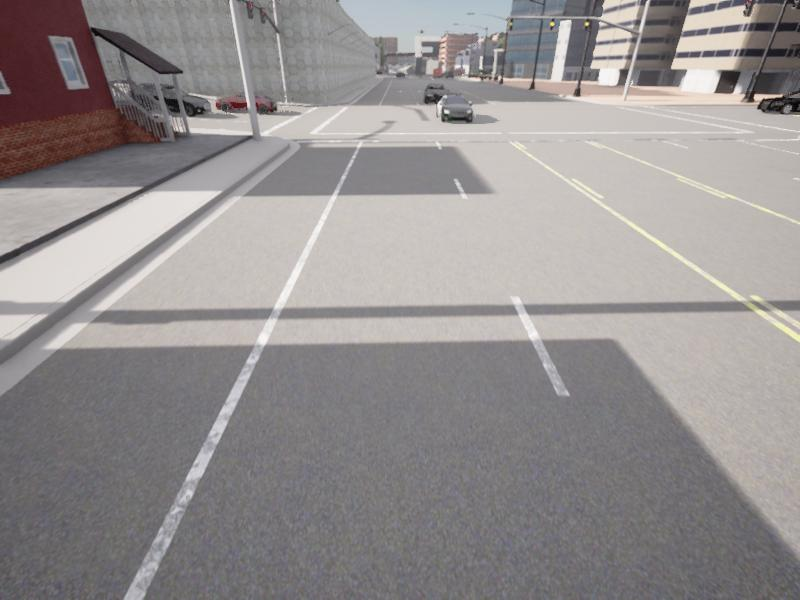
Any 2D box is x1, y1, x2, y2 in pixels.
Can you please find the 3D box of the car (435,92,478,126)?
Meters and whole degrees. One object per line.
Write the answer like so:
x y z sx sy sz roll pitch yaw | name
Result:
3.438 -12.244 25.453 2.038 1.542 4.974 0 30 0 | car

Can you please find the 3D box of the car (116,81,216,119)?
-14.647 -12.692 25.345 4.856 1.649 2.033 4 30 -3 | car

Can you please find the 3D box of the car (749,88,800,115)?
28.786 -14.290 28.730 5.238 1.638 1.930 0 30 0 | car

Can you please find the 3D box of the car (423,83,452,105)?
3.409 -19.361 37.502 2.242 1.667 4.611 0 30 0 | car

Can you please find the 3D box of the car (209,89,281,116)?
-10.924 -14.095 28.500 4.181 1.385 1.994 3 30 -1 | car

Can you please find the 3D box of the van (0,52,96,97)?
-24.183 -15.590 27.696 4.442 1.987 1.775 8 30 -5 | van
